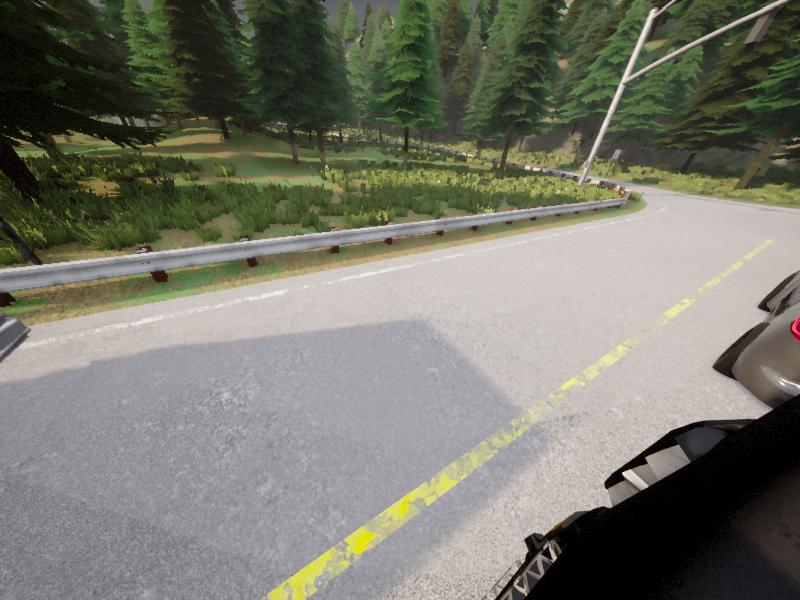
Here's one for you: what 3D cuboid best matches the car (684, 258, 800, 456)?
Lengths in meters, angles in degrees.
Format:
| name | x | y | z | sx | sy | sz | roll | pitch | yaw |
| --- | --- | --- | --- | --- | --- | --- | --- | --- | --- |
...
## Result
| name | x | y | z | sx | sy | sz | roll | pitch | yaw |
| --- | --- | --- | --- | --- | --- | --- | --- | --- | --- |
| car | 5.831 | 0.332 | 2.379 | 4.611 | 1.667 | 2.242 | -16 | 38 | -26 |
